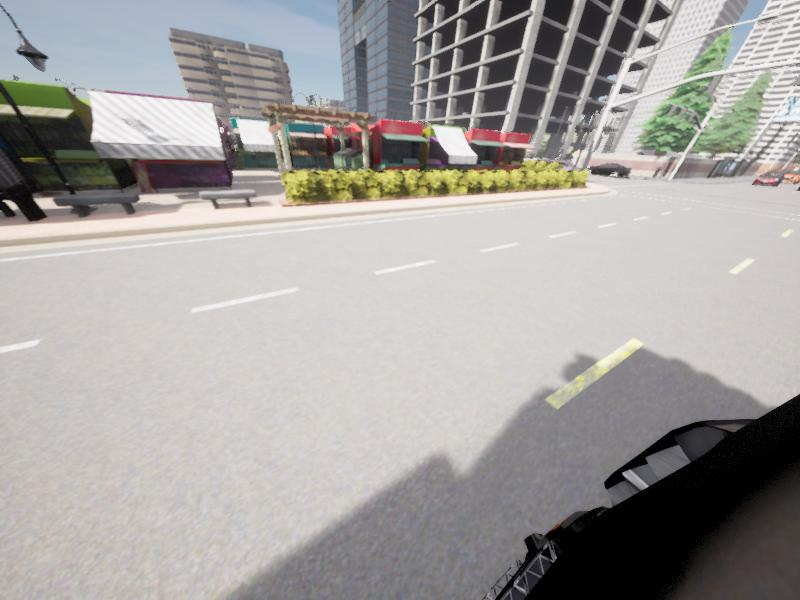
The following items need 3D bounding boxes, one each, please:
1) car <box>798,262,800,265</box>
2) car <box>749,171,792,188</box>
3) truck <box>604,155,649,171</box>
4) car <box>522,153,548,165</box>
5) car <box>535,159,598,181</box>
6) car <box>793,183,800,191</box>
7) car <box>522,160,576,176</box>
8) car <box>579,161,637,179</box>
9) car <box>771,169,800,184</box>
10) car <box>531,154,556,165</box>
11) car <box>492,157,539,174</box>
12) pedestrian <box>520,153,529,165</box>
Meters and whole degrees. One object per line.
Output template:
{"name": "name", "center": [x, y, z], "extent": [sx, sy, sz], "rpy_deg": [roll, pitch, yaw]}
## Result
{"name": "car", "center": [13.315, -1.620, 6.036], "extent": [4.902, 1.511, 2.128], "rpy_deg": [-15, 38, -25]}
{"name": "car", "center": [45.285, -14.828, 28.258], "extent": [3.988, 1.617, 1.851], "rpy_deg": [-15, 38, -25]}
{"name": "truck", "center": [44.430, -26.983, 45.410], "extent": [2.615, 2.467, 5.204], "rpy_deg": [-15, 38, -25]}
{"name": "car", "center": [28.519, -29.789, 48.890], "extent": [1.905, 1.878, 3.866], "rpy_deg": [-15, 38, -25]}
{"name": "car", "center": [17.690, -14.029, 24.832], "extent": [2.033, 1.649, 4.856], "rpy_deg": [-15, 38, -25]}
{"name": "car", "center": [45.251, -12.502, 24.948], "extent": [5.357, 1.411, 2.033], "rpy_deg": [-15, 38, -25]}
{"name": "car", "center": [18.737, -16.806, 29.302], "extent": [2.033, 1.411, 5.357], "rpy_deg": [-15, 38, -25]}
{"name": "car", "center": [26.552, -16.743, 29.672], "extent": [1.882, 1.535, 5.008], "rpy_deg": [-17, 38, -27]}
{"name": "car", "center": [58.788, -18.590, 34.782], "extent": [4.553, 1.767, 2.097], "rpy_deg": [-15, 38, -25]}
{"name": "car", "center": [31.084, -30.493, 50.144], "extent": [1.905, 1.878, 3.866], "rpy_deg": [-15, 38, -25]}
{"name": "car", "center": [14.533, -17.176, 29.459], "extent": [2.163, 1.488, 4.792], "rpy_deg": [-16, 38, -26]}
{"name": "pedestrian", "center": [23.185, -26.197, 43.030], "extent": [0.751, 1.860, 0.751], "rpy_deg": [-18, 39, -28]}
